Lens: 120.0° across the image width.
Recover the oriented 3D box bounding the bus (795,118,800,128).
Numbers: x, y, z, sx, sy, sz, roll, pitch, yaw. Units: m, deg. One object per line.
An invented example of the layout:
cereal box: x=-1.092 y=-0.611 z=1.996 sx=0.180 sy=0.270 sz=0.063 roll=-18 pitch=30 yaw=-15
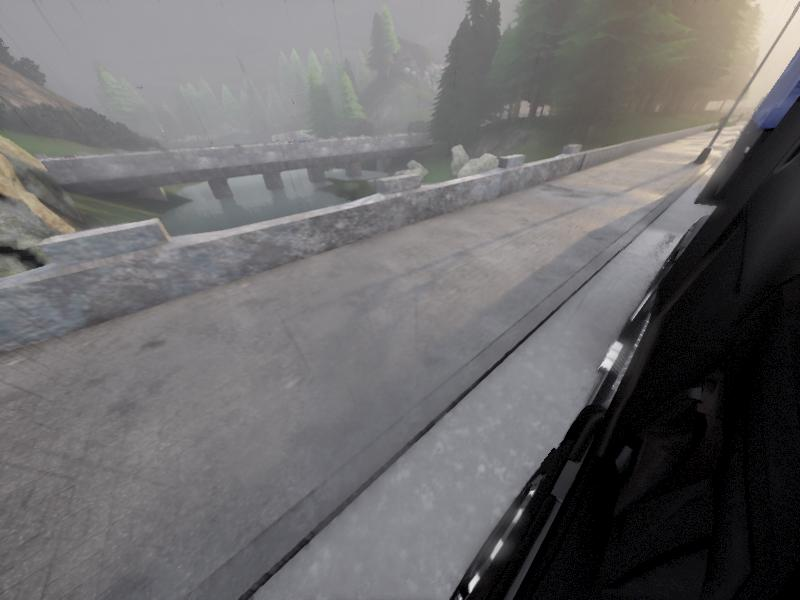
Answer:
bus: x=61.576 y=-27.307 z=32.707 sx=10.273 sy=4.253 sz=3.944 roll=-27 pitch=43 yaw=-29

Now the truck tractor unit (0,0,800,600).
truck tractor unit: x=2.645 y=-0.295 z=0.351 sx=6.516 sy=4.208 sz=3.053 roll=-28 pitch=44 yaw=-30

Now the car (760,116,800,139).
car: x=36.862 y=-16.625 z=22.209 sx=3.988 sy=1.617 sz=1.851 roll=-27 pitch=43 yaw=-29

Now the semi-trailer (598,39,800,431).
semi-trailer: x=8.674 y=-3.621 z=4.253 sx=14.254 sy=4.402 sz=2.717 roll=-28 pitch=44 yaw=-30

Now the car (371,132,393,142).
car: x=-4.053 y=-36.660 z=51.853 sx=4.514 sy=1.525 sz=2.007 roll=-27 pitch=43 yaw=-29

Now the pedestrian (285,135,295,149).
pedestrian: x=-17.944 y=-25.785 z=37.676 sx=0.751 sy=1.860 sz=0.751 roll=-26 pitch=43 yaw=-28

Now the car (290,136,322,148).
car: x=-17.556 y=-29.766 z=43.477 sx=5.008 sy=1.535 sz=1.882 roll=-27 pitch=43 yaw=-29

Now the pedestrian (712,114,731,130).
pedestrian: x=46.361 y=-25.708 z=33.349 sx=0.751 sy=1.860 sz=0.751 roll=-27 pitch=43 yaw=-29
